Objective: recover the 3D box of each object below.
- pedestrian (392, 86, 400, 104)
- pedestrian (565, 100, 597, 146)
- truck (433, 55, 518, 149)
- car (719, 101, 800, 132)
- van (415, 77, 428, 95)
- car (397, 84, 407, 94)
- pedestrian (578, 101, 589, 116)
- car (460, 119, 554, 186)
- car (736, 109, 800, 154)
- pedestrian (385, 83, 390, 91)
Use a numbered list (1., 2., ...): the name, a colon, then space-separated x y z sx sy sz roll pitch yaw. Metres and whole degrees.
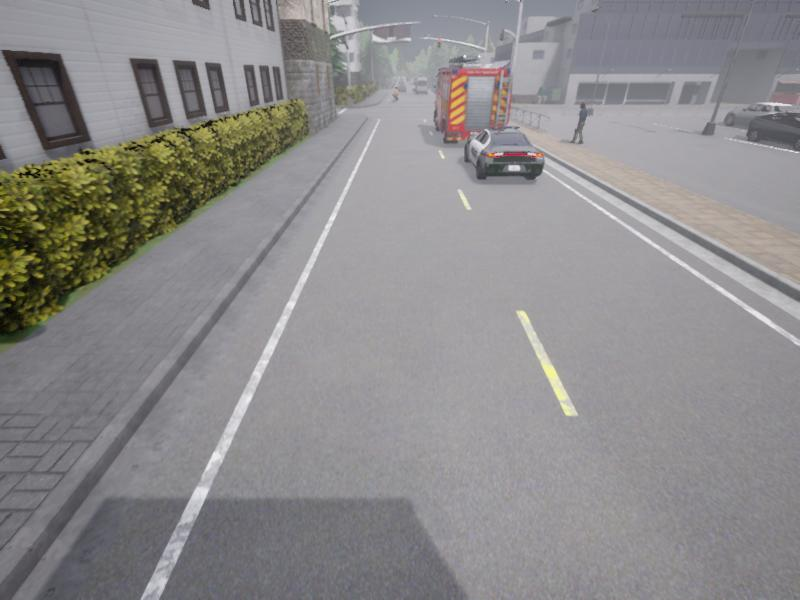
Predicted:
1. pedestrian: -0.480 -24.210 47.248 0.751 1.860 0.751 7 30 12
2. pedestrian: 8.492 -8.313 18.798 0.751 1.860 0.751 -24 37 -35
3. truck: 3.625 -10.894 21.728 2.891 3.827 8.468 0 29 0
4. car: 22.695 -11.616 25.223 1.970 1.475 3.806 0 29 0
5. van: 3.798 -38.146 71.236 1.988 2.561 5.915 0 29 0
6. car: 0.303 -39.157 74.121 1.837 1.490 4.892 0 29 0
7. pedestrian: 15.769 -16.469 34.369 0.500 1.100 0.500 0 29 0
8. car: 3.591 -5.510 14.527 2.038 1.542 4.974 0 29 0
9. car: 19.030 -8.092 19.119 2.007 1.523 4.514 0 29 0
10. pedestrian: -2.505 -42.414 79.734 0.751 1.300 0.751 22 36 33
